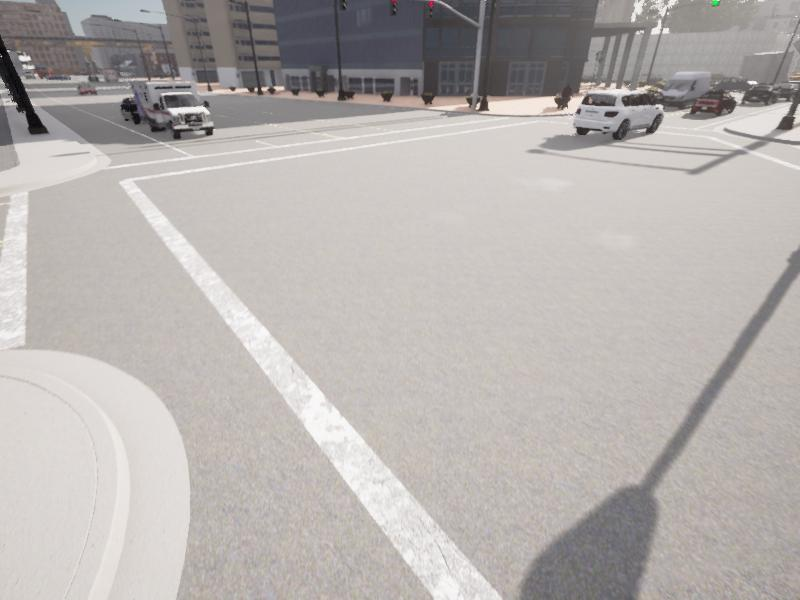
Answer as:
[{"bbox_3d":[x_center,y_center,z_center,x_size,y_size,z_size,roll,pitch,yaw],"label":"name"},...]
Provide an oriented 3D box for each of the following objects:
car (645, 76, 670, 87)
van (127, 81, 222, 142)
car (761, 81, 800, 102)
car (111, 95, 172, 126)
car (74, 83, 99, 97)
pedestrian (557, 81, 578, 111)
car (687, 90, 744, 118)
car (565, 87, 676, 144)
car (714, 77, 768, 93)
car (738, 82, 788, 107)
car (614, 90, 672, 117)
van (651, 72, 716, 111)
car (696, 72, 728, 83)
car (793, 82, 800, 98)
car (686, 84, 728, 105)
[{"bbox_3d":[42.684,-36.302,66.435,2.033,1.411,5.357,7,31,12],"label":"car"},{"bbox_3d":[-12.104,-10.206,21.318,2.351,2.431,6.366,-24,37,-35],"label":"van"},{"bbox_3d":[37.682,-20.378,39.018,5.238,1.638,1.930,-20,36,-30],"label":"car"},{"bbox_3d":[-17.282,-12.684,26.667,2.128,1.511,4.902,-24,37,-35],"label":"car"},{"bbox_3d":[-49.733,-33.341,63.411,2.242,1.667,4.611,-24,38,-35],"label":"car"},{"bbox_3d":[12.162,-14.835,29.113,0.751,1.860,0.751,-17,34,-26],"label":"pedestrian"},{"bbox_3d":[22.121,-13.803,28.024,4.193,1.474,1.816,-23,37,-34],"label":"car"},{"bbox_3d":[10.914,-9.248,19.763,5.566,2.045,2.150,-21,36,-31],"label":"car"},{"bbox_3d":[44.056,-27.907,51.826,2.242,1.667,4.611,-13,33,-21],"label":"car"},{"bbox_3d":[32.091,-18.216,35.352,5.238,1.638,1.930,-23,38,-34],"label":"car"},{"bbox_3d":[17.243,-13.966,28.327,4.193,1.474,1.816,-24,38,-34],"label":"car"},{"bbox_3d":[22.894,-16.912,32.279,5.915,2.561,1.988,-24,38,-34],"label":"van"},{"bbox_3d":[60.191,-42.819,77.111,4.553,1.767,2.097,-8,31,-13],"label":"car"},{"bbox_3d":[43.939,-22.067,42.038,4.193,1.474,1.816,-13,33,-21],"label":"car"},{"bbox_3d":[27.904,-18.730,36.360,3.633,1.501,1.845,-24,38,-35],"label":"car"}]
